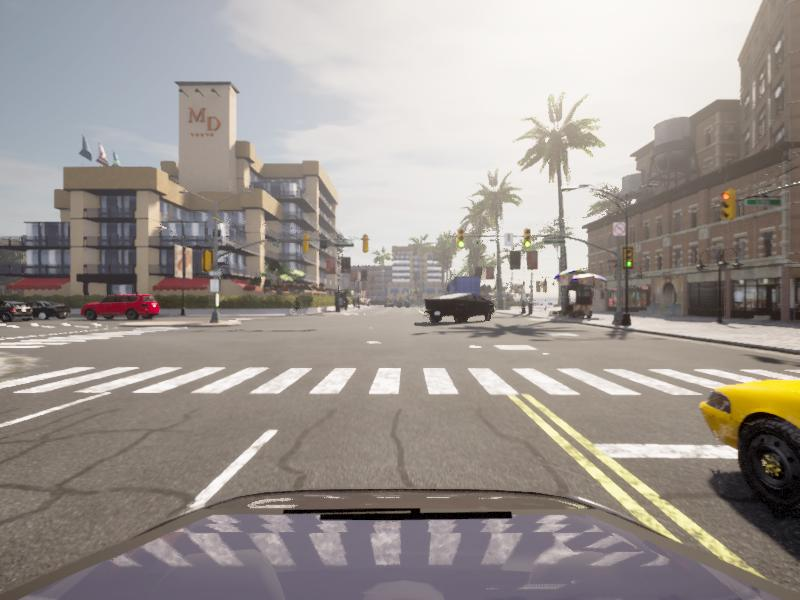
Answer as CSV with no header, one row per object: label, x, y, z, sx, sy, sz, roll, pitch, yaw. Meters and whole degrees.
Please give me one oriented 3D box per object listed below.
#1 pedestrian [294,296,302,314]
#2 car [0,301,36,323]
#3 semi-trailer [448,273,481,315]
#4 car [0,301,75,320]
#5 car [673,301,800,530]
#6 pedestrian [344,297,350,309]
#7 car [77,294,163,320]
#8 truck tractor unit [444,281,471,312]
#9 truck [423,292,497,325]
pedestrian,-10.709,0.501,41.901,0.751,1.860,0.751,0,0,-23
car,-29.184,0.828,29.182,3.705,1.549,1.789,0,0,1
semi-trailer,7.692,-0.603,49.374,2.717,4.402,14.254,0,0,4
car,-29.781,0.859,32.687,4.892,1.490,1.837,0,0,1
car,3.635,0.802,1.388,1.801,1.575,5.366,0,0,1
pedestrian,-8.727,0.509,65.956,0.751,1.860,0.751,0,0,0
car,-22.740,0.582,32.635,5.566,2.045,2.150,0,0,0
truck tractor unit,8.139,-0.503,57.274,3.053,4.208,6.516,0,0,1
truck,4.492,0.552,29.025,2.390,2.098,6.274,1,0,40
